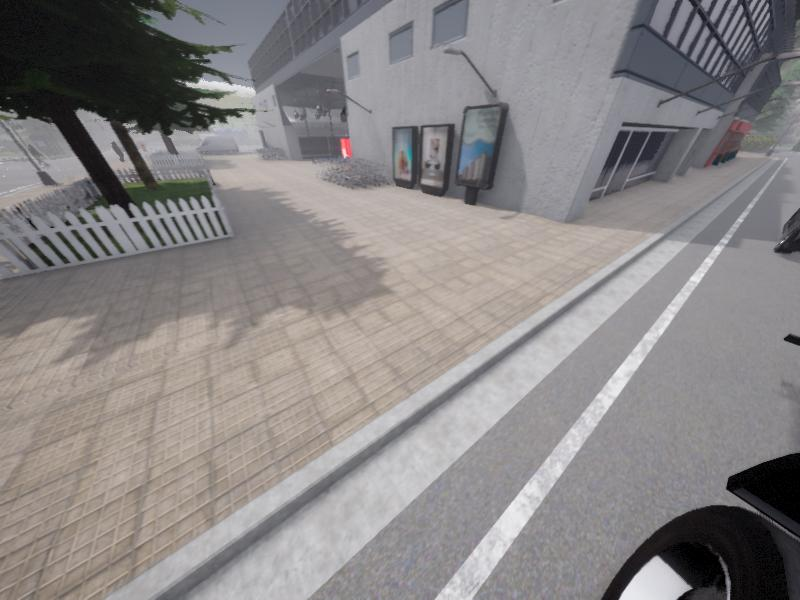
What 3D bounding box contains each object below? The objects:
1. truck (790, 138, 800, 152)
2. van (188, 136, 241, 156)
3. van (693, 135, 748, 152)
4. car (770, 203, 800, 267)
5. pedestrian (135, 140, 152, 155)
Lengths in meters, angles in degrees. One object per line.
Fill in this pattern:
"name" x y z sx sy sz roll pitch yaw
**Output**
"truck" 66.185 -25.122 37.117 6.274 2.098 2.390 -27 43 -33
"van" -29.438 -24.650 36.900 5.915 2.561 1.988 -23 41 -29
"van" 49.861 -24.448 36.062 2.069 2.038 4.480 -23 41 -29
"car" 10.435 -1.679 5.009 4.181 1.385 1.994 -22 41 -28
"pedestrian" -40.559 -24.105 36.530 0.751 1.860 0.751 6 36 8
